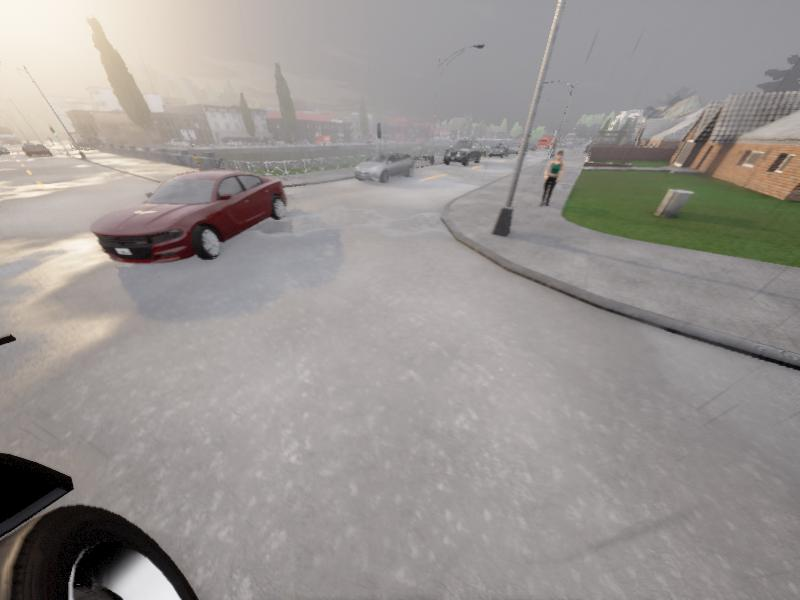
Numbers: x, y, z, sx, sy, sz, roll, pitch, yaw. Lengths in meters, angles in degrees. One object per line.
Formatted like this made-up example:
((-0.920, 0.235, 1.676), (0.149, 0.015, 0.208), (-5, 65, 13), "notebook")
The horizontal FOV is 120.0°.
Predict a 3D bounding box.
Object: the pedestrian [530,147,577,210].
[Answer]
((5.423, -4.303, 8.223), (0.751, 1.860, 0.751), (21, 40, 26), "pedestrian")

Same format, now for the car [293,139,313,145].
((-30.624, -50.048, 73.146), (1.930, 1.638, 5.238), (22, 41, 28), "car")

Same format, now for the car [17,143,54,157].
((-47.793, -19.770, 30.292), (4.181, 1.385, 1.994), (22, 41, 28), "car")

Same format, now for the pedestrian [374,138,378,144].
((-8.447, -56.083, 81.525), (0.751, 1.860, 0.751), (23, 41, 28), "pedestrian")

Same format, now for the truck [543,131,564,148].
((44.381, -46.344, 66.706), (2.891, 3.827, 8.468), (22, 41, 28), "truck")

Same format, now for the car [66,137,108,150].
((-56.925, -28.447, 42.055), (1.905, 1.878, 3.866), (19, 39, 25), "car")

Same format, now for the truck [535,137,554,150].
((35.777, -38.752, 57.041), (2.627, 2.467, 5.204), (22, 41, 28), "truck")

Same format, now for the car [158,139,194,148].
((-49.442, -34.643, 51.144), (2.152, 1.651, 5.027), (22, 41, 28), "car")

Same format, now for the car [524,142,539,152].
((26.472, -30.769, 46.437), (1.789, 1.549, 3.705), (22, 40, 28), "car")

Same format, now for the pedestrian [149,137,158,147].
((-55.569, -35.664, 52.090), (0.751, 1.860, 0.751), (29, 44, 34), "pedestrian")

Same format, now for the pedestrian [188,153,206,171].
((-14.752, -10.050, 16.823), (0.500, 1.100, 0.500), (22, 41, 28), "pedestrian")

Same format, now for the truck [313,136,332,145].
((-26.207, -54.001, 78.068), (2.627, 2.467, 5.204), (22, 41, 28), "truck")

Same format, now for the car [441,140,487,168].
((6.445, -14.604, 22.897), (2.150, 2.045, 5.566), (22, 41, 28), "car")

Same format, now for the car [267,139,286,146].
((-35.820, -45.784, 67.083), (1.851, 1.617, 3.988), (22, 41, 28), "car")

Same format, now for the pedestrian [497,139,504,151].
((20.016, -30.865, 46.019), (0.751, 1.860, 0.751), (20, 40, 26), "pedestrian")

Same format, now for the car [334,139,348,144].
((-21.475, -57.477, 83.885), (1.837, 1.490, 4.892), (22, 41, 28), "car")

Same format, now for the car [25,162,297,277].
((-4.940, -2.561, 6.157), (1.882, 1.535, 5.008), (2, 35, 3), "car")

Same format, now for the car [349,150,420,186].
((-0.790, -8.455, 14.561), (2.007, 1.525, 4.514), (22, 41, 28), "car")

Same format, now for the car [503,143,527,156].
((18.549, -24.286, 37.186), (2.038, 1.542, 4.974), (22, 41, 28), "car")

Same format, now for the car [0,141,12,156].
((-54.326, -20.104, 30.569), (4.974, 1.542, 2.038), (29, 44, 35), "car")

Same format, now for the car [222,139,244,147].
((-42.631, -40.212, 59.118), (1.851, 1.617, 3.988), (22, 41, 28), "car")

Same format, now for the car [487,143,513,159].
((13.610, -20.281, 31.394), (1.851, 1.617, 3.988), (22, 41, 28), "car")

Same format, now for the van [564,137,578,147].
((52.692, -48.548, 71.121), (2.351, 2.431, 6.366), (22, 41, 28), "van")
